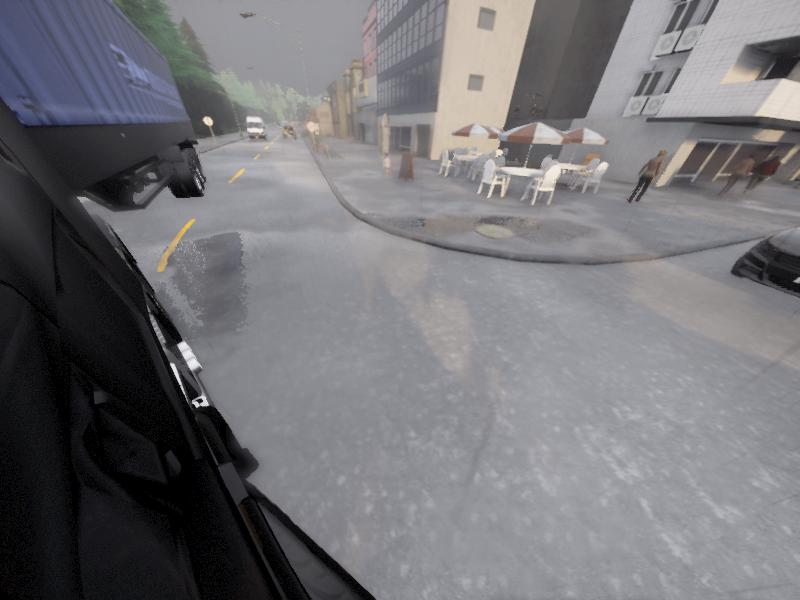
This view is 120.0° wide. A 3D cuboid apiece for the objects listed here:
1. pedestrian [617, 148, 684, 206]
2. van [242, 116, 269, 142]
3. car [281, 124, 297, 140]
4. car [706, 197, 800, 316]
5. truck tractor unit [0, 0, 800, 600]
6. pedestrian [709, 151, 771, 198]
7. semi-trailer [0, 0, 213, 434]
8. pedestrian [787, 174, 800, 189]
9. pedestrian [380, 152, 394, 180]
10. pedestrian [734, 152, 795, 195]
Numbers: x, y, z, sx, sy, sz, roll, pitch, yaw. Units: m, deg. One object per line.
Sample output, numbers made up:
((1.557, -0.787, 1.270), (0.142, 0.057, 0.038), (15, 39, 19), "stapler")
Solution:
((9.505, -4.705, 8.865), (0.751, 1.860, 0.751), (-14, 40, -22), "pedestrian")
((-20.057, -24.024, 32.439), (1.988, 2.561, 5.915), (-10, 39, -17), "van")
((-18.490, -28.104, 38.580), (1.932, 1.855, 4.605), (-10, 39, -17), "car")
((8.872, -0.860, 4.143), (5.008, 1.535, 1.882), (-9, 38, -15), "car")
((-2.645, -0.295, 0.352), (6.516, 4.208, 3.053), (28, 44, 30), "truck tractor unit")
((16.292, -6.043, 11.121), (0.751, 1.860, 0.751), (-18, 41, -25), "pedestrian")
((-7.181, -4.332, 5.299), (2.717, 4.402, 14.254), (-18, 42, -25), "semi-trailer")
((25.503, -7.896, 14.235), (0.751, 1.860, 0.751), (-17, 41, -25), "pedestrian")
((-0.621, -6.452, 11.159), (0.500, 1.100, 0.500), (-12, 39, -19), "pedestrian")
((18.815, -6.547, 11.969), (0.751, 1.860, 0.751), (-17, 41, -25), "pedestrian")
